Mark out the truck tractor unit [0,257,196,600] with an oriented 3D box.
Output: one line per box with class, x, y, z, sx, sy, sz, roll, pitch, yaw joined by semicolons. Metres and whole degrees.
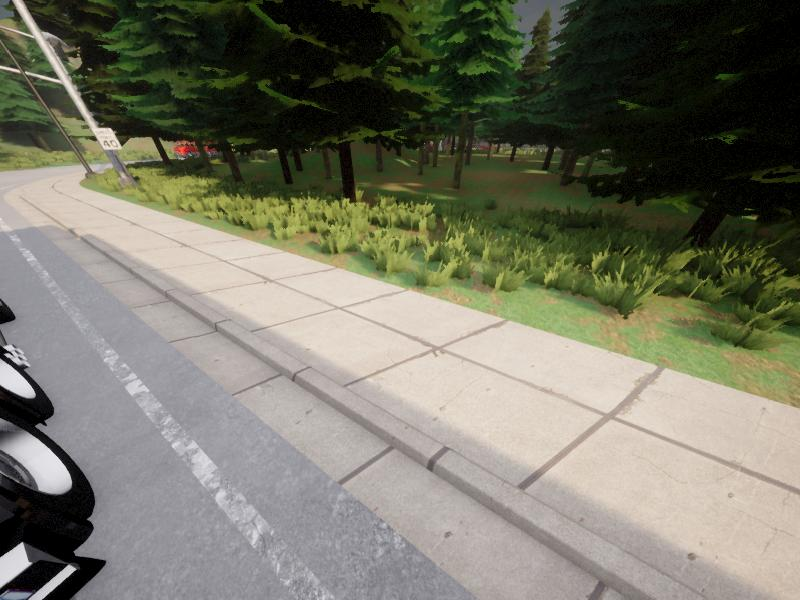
truck tractor unit;-5.099;-0.312;0.796;6.516;4.208;3.053;19;39;25
